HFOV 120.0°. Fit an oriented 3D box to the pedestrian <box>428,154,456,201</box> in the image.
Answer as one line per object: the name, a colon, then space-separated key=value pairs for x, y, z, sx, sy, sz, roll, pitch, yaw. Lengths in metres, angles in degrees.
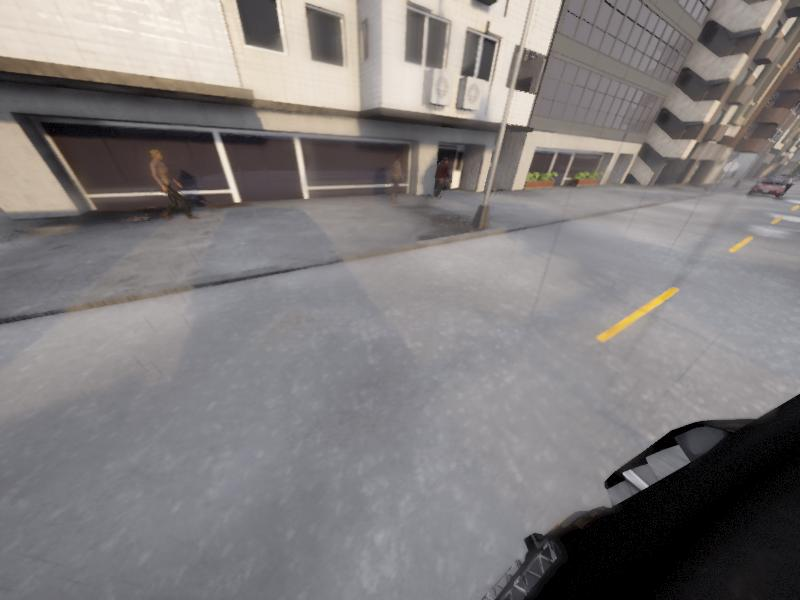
pedestrian: x=1.967 y=-5.807 z=10.977 sx=0.751 sy=1.860 sz=0.751 roll=-19 pitch=39 yaw=-29

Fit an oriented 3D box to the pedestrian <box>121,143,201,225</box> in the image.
pedestrian: x=-6.337 y=-3.117 z=6.283 sx=0.751 sy=1.860 sz=0.751 roll=-14 pitch=37 yaw=-24

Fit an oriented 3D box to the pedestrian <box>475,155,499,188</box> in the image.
pedestrian: x=5.739 y=-8.476 z=15.286 sx=0.751 sy=1.860 sz=0.751 roll=-8 pitch=35 yaw=-15

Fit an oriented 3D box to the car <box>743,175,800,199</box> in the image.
car: x=31.201 y=-9.526 z=19.337 sx=3.633 sy=1.501 sz=1.845 roll=-16 pitch=38 yaw=-26

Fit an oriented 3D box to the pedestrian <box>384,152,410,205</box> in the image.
pedestrian: x=-0.159 y=-5.088 z=9.730 sx=0.751 sy=1.860 sz=0.751 roll=-19 pitch=39 yaw=-29
